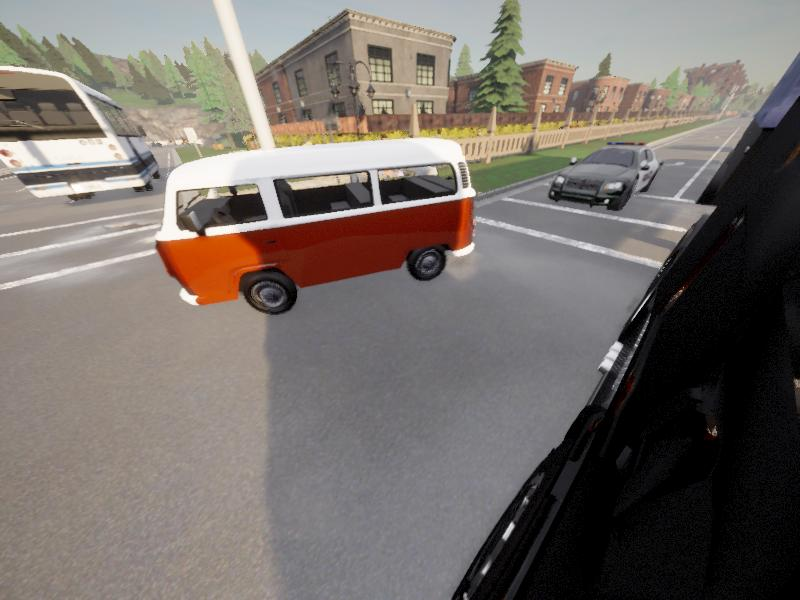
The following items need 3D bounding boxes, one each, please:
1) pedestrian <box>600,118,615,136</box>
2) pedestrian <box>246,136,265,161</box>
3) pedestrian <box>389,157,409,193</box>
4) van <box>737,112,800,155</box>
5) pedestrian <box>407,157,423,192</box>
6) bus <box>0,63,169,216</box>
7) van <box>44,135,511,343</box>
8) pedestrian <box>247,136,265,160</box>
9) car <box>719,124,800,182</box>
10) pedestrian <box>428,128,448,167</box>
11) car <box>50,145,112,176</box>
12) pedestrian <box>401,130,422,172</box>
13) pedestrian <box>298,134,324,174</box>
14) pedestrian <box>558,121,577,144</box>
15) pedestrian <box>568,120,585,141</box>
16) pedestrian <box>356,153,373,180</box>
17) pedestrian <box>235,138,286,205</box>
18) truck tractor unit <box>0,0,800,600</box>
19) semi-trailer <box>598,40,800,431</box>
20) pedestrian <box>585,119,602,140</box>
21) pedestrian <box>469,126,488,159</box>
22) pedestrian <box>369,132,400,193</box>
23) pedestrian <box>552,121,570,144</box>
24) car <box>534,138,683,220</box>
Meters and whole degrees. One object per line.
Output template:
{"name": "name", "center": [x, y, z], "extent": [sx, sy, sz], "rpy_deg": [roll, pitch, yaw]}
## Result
{"name": "pedestrian", "center": [28.778, -23.962, 32.019], "extent": [0.751, 1.860, 0.751], "rpy_deg": [-28, 44, -30]}
{"name": "pedestrian", "center": [-13.301, -14.001, 21.331], "extent": [0.751, 1.860, 0.751], "rpy_deg": [-28, 44, -30]}
{"name": "pedestrian", "center": [-0.017, -4.718, 8.742], "extent": [0.500, 1.100, 0.500], "rpy_deg": [-30, 44, -31]}
{"name": "van", "center": [24.098, -10.830, 14.961], "extent": [4.442, 1.987, 1.775], "rpy_deg": [-28, 44, -30]}
{"name": "pedestrian", "center": [0.572, -4.704, 8.686], "extent": [0.500, 1.100, 0.500], "rpy_deg": [5, 37, 10]}
{"name": "bus", "center": [-15.763, -7.967, 11.723], "extent": [3.944, 4.253, 10.273], "rpy_deg": [-26, 43, -28]}
{"name": "van", "center": [-1.017, -1.321, 3.778], "extent": [4.480, 2.038, 2.069], "rpy_deg": [-13, 38, -14]}
{"name": "pedestrian", "center": [-13.699, -14.513, 22.039], "extent": [0.751, 1.860, 0.751], "rpy_deg": [-28, 44, -30]}
{"name": "car", "center": [16.195, -6.461, 9.921], "extent": [5.027, 1.651, 2.152], "rpy_deg": [-28, 44, -30]}
{"name": "pedestrian", "center": [2.236, -9.125, 13.853], "extent": [0.751, 1.860, 0.751], "rpy_deg": [-27, 43, -29]}
{"name": "car", "center": [-27.281, -12.133, 19.975], "extent": [1.905, 1.878, 3.866], "rpy_deg": [-28, 43, -29]}
{"name": "pedestrian", "center": [0.635, -8.206, 12.725], "extent": [0.751, 1.860, 0.751], "rpy_deg": [-29, 44, -31]}
{"name": "pedestrian", "center": [-5.069, -8.348, 13.269], "extent": [0.751, 1.860, 0.751], "rpy_deg": [-28, 44, -30]}
{"name": "pedestrian", "center": [16.722, -16.693, 23.060], "extent": [0.751, 1.860, 0.751], "rpy_deg": [-28, 44, -30]}
{"name": "pedestrian", "center": [20.019, -19.232, 26.246], "extent": [0.751, 1.860, 0.751], "rpy_deg": [-27, 43, -29]}
{"name": "pedestrian", "center": [-1.703, -6.439, 11.145], "extent": [0.500, 1.100, 0.500], "rpy_deg": [12, 39, 19]}
{"name": "pedestrian", "center": [-4.686, -4.344, 7.847], "extent": [0.751, 1.860, 0.751], "rpy_deg": [-28, 44, -30]}
{"name": "truck tractor unit", "center": [2.645, -0.295, 0.351], "extent": [6.516, 4.208, 3.053], "rpy_deg": [-28, 44, -30]}
{"name": "semi-trailer", "center": [8.694, -3.604, 4.236], "extent": [14.254, 4.402, 2.717], "rpy_deg": [-28, 44, -30]}
{"name": "pedestrian", "center": [22.301, -19.661, 26.677], "extent": [0.751, 1.860, 0.751], "rpy_deg": [-28, 44, -30]}
{"name": "pedestrian", "center": [5.455, -10.963, 16.107], "extent": [0.751, 1.860, 0.751], "rpy_deg": [30, 47, 36]}
{"name": "pedestrian", "center": [-0.540, -5.194, 8.775], "extent": [0.751, 1.860, 0.751], "rpy_deg": [17, 41, 24]}
{"name": "pedestrian", "center": [16.339, -16.989, 23.479], "extent": [0.751, 1.860, 0.751], "rpy_deg": [-25, 42, -27]}
{"name": "car", "center": [6.888, -4.221, 7.586], "extent": [4.974, 1.542, 2.038], "rpy_deg": [-27, 43, -29]}
